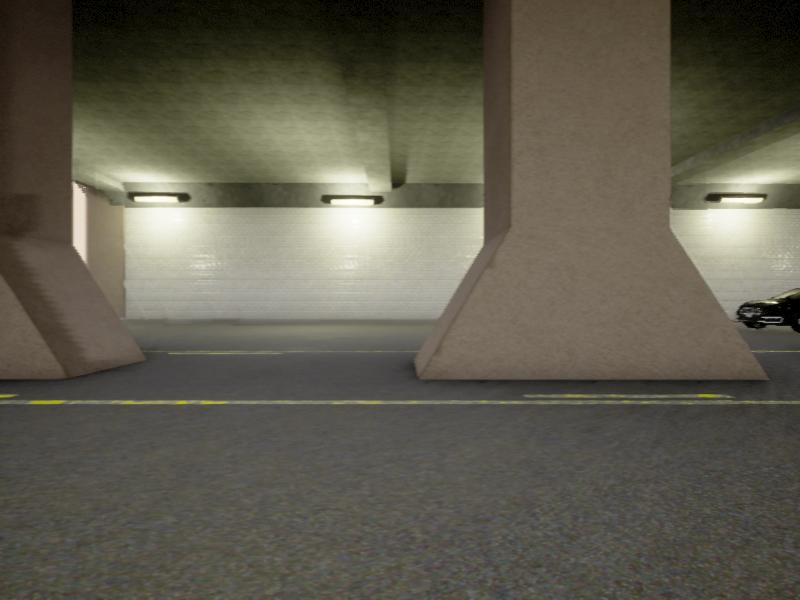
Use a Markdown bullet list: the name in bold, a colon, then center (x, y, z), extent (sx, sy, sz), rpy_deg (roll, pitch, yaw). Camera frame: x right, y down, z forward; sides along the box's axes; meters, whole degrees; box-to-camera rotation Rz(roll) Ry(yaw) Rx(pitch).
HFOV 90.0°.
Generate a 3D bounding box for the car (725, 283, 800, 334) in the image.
- **car**: center (13.511, 0.247, 12.700), extent (4.892, 1.490, 1.837), rpy_deg (0, 0, 0)
